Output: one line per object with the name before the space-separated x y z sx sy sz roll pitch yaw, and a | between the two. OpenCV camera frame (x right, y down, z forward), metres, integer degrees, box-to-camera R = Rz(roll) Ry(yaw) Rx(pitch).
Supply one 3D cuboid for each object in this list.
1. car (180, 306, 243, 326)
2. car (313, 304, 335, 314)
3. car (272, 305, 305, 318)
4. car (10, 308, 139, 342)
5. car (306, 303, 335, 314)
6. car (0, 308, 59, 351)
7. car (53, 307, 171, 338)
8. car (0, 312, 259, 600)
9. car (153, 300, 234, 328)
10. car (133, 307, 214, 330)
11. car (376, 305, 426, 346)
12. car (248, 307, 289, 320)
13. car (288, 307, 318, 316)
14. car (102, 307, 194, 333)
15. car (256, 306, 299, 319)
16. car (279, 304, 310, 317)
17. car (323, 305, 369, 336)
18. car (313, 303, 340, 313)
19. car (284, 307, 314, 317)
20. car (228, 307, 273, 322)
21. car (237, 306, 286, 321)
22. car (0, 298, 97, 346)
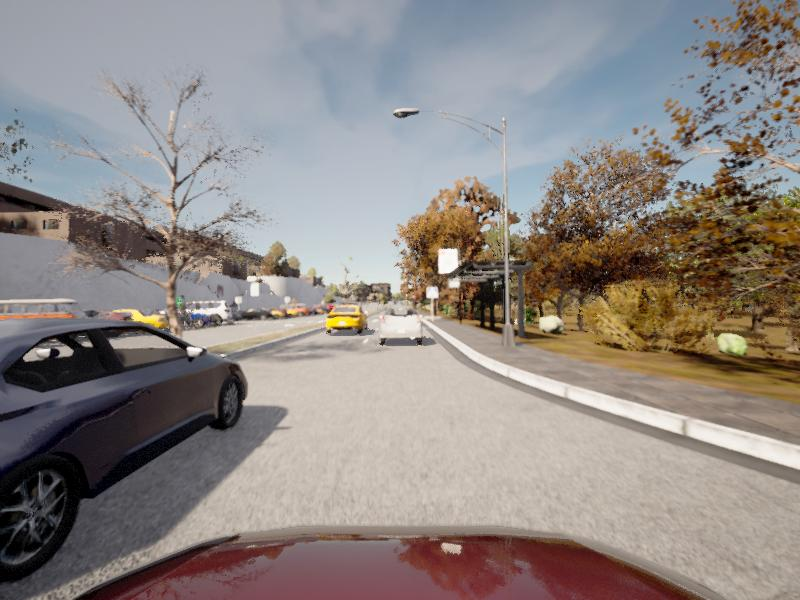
car | -16.796 1.423 36.002 4.892 1.521 2.231 -1 -1 -20
car | -16.476 1.846 86.763 4.442 1.987 1.878 -1 0 -20
car | -16.661 1.696 59.865 4.553 1.767 2.185 -1 -1 -20
car | -16.873 1.264 21.074 4.792 1.488 2.163 -1 0 -20
car | -16.623 1.812 83.720 5.566 2.045 2.435 -1 0 -20
car | -16.699 1.159 15.189 5.366 1.575 1.946 -1 -1 -20
car | -17.009 1.268 24.005 5.366 1.575 1.946 -1 0 -20
car | -2.996 0.895 3.802 1.816 1.474 4.193 -1 -1 0
car | -16.831 1.128 33.004 5.566 2.045 2.435 -1 -1 -20
car | -16.817 1.340 30.036 5.008 1.535 2.097 -1 -1 -20
car | 0.038 0.953 16.716 1.845 1.501 3.633 -1 -1 0
car | -16.750 1.694 50.893 4.792 1.488 2.163 -1 -1 -20
car | -16.676 1.979 68.794 4.792 1.488 2.163 -1 -1 -20
car | -16.816 1.304 27.051 4.892 1.521 2.231 -1 0 -20
car | -16.538 1.712 53.954 5.366 1.575 1.946 -1 -1 -20
car | -16.573 1.642 62.893 4.442 1.987 1.878 -1 -1 -20
car | -2.939 1.057 22.860 1.882 1.535 5.008 -1 -1 0
car | -16.548 1.832 89.716 5.566 2.045 2.435 -1 0 -20
car | -16.657 1.950 65.822 4.674 1.452 2.002 -1 -1 -20
car | -16.744 1.600 44.940 4.674 1.452 2.002 -1 -1 -20
car | -16.564 1.604 47.989 5.366 1.575 1.946 -1 -1 -20
car | -16.756 0.972 18.150 4.442 1.987 1.878 -1 -1 -20
